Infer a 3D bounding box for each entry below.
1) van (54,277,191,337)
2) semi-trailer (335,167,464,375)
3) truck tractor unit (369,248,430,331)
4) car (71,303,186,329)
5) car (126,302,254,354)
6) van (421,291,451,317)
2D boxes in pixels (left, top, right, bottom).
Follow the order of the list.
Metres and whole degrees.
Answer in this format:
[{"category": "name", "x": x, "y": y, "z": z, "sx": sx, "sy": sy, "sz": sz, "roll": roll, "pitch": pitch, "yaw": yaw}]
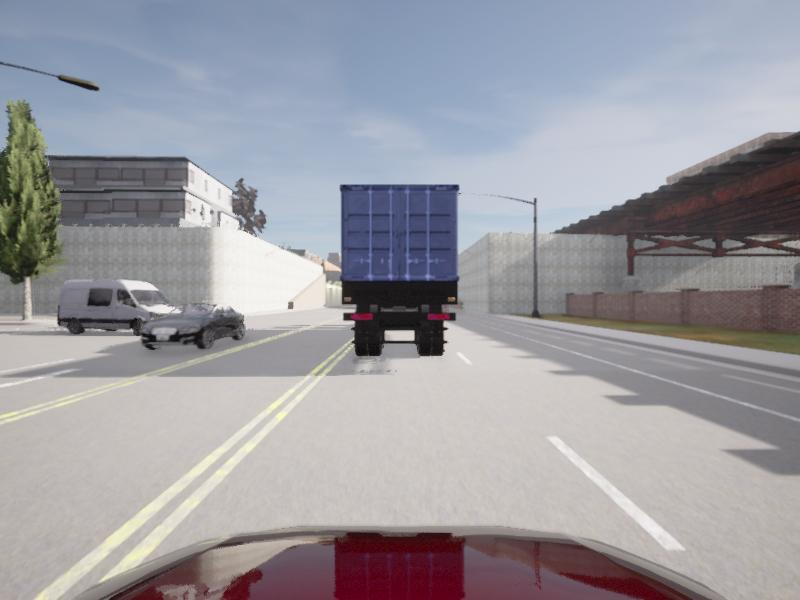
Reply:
[{"category": "van", "x": -13.136, "y": 0.324, "z": 18.994, "sx": 5.915, "sy": 2.561, "sz": 1.988, "roll": 0, "pitch": -1, "yaw": 15}, {"category": "semi-trailer", "x": -0.016, "y": -0.621, "z": 15.602, "sx": 2.717, "sy": 4.402, "sz": 14.254, "roll": 0, "pitch": 0, "yaw": 0}, {"category": "truck tractor unit", "x": -0.016, "y": -0.525, "z": 23.522, "sx": 3.053, "sy": 4.208, "sz": 6.516, "roll": 1, "pitch": 0, "yaw": 0}, {"category": "car", "x": -15.624, "y": 0.896, "z": 23.241, "sx": 5.357, "sy": 1.411, "sz": 2.033, "roll": 0, "pitch": 0, "yaw": 1}, {"category": "car", "x": -7.047, "y": 0.837, "z": 14.176, "sx": 2.128, "sy": 1.511, "sz": 4.902, "roll": 0, "pitch": 0, "yaw": -2}, {"category": "van", "x": 3.444, "y": 0.379, "z": 39.813, "sx": 2.351, "sy": 2.431, "sz": 6.366, "roll": 0, "pitch": 0, "yaw": 0}]
